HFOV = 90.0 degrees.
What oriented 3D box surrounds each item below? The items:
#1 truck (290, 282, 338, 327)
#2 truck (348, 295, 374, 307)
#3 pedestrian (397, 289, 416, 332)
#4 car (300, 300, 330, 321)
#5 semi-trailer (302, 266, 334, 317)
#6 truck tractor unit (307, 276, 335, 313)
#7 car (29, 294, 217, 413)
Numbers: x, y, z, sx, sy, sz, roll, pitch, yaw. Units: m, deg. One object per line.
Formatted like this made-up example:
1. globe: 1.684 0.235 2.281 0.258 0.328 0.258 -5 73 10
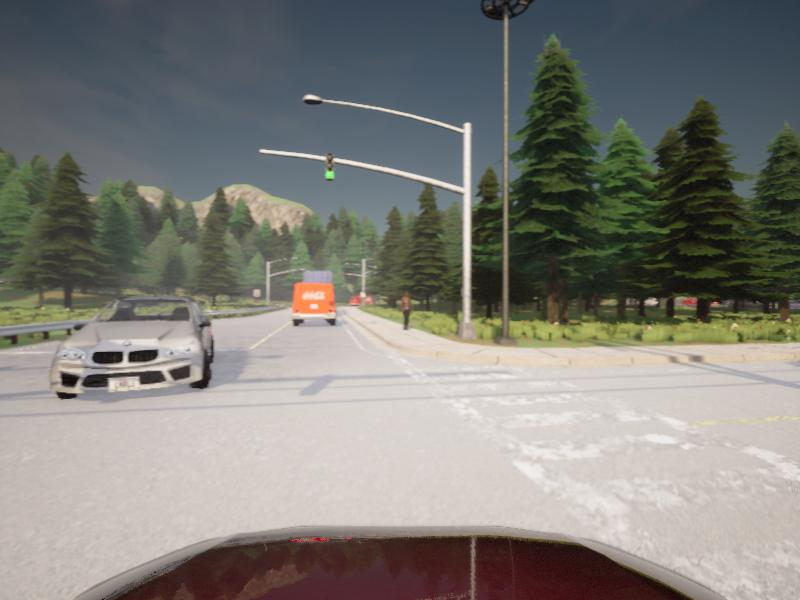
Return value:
1. truck: -5.285 0.287 24.888 2.627 2.467 5.204 0 -1 -11
2. truck: -8.572 0.194 87.870 2.627 2.467 5.204 0 0 42
3. pedestrian: 0.290 0.450 17.861 0.751 1.860 0.751 0 0 -6
4. car: -6.740 0.775 32.186 2.128 1.511 4.902 0 0 -10
5. semi-trailer: -8.283 -0.707 41.495 2.717 4.402 14.254 0 0 -10
6. truck tractor unit: -9.607 -0.617 49.297 3.053 4.208 6.516 0 0 -9
7. car: -5.053 0.738 8.177 2.242 1.667 4.611 0 0 -23
